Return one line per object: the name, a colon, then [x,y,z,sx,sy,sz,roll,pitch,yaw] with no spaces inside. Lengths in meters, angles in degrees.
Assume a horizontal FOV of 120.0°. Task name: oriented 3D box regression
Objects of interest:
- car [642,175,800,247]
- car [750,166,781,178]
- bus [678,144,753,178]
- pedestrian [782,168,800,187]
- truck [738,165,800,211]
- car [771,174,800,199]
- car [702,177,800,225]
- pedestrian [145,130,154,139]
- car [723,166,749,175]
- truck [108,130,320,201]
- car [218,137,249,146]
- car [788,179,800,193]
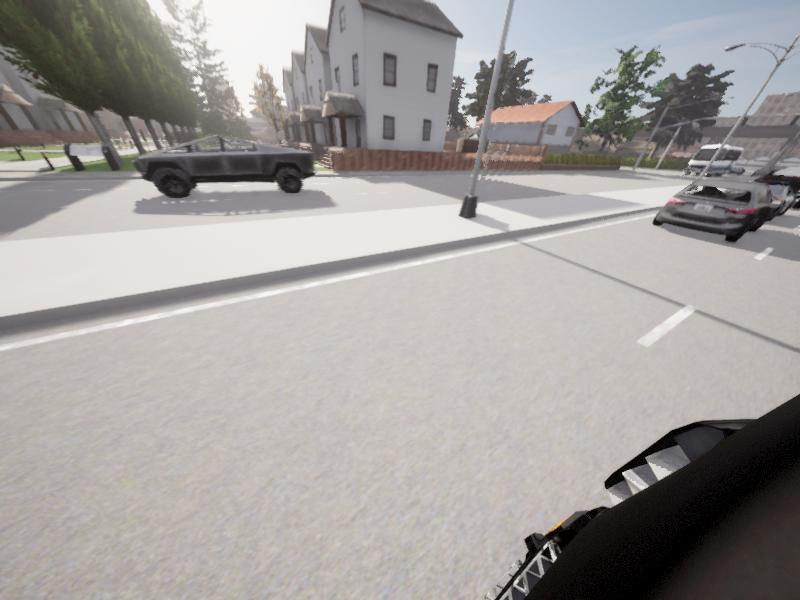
car: [11.734,-3.456,8.445,4.611,1.667,2.242,-15,38,-25]
car: [69.502,-24.413,43.954,4.553,1.767,2.097,-15,38,-25]
bus: [51.316,-22.618,37.625,10.273,4.253,3.944,-15,38,-25]
pedestrian: [46.903,-14.495,27.377,0.751,1.860,0.751,-15,38,-25]
truck: [25.341,-7.347,14.910,6.274,2.098,2.390,-15,38,-25]
car: [33.014,-9.212,18.789,4.974,1.542,2.038,-15,38,-25]
car: [17.680,-5.024,11.366,4.974,1.542,2.038,-15,38,-25]
pedestrian: [-66.875,-44.181,61.678,0.751,1.860,0.751,-1,34,-6]
car: [67.699,-26.003,46.508,4.181,1.385,1.994,-15,38,-25]
truck: [-7.128,-5.854,10.069,6.274,2.098,2.390,-15,38,-25]
car: [-37.354,-35.638,52.017,2.038,1.542,4.974,24,39,28]
car: [39.967,-11.015,22.226,4.718,1.301,1.895,-15,38,-25]
